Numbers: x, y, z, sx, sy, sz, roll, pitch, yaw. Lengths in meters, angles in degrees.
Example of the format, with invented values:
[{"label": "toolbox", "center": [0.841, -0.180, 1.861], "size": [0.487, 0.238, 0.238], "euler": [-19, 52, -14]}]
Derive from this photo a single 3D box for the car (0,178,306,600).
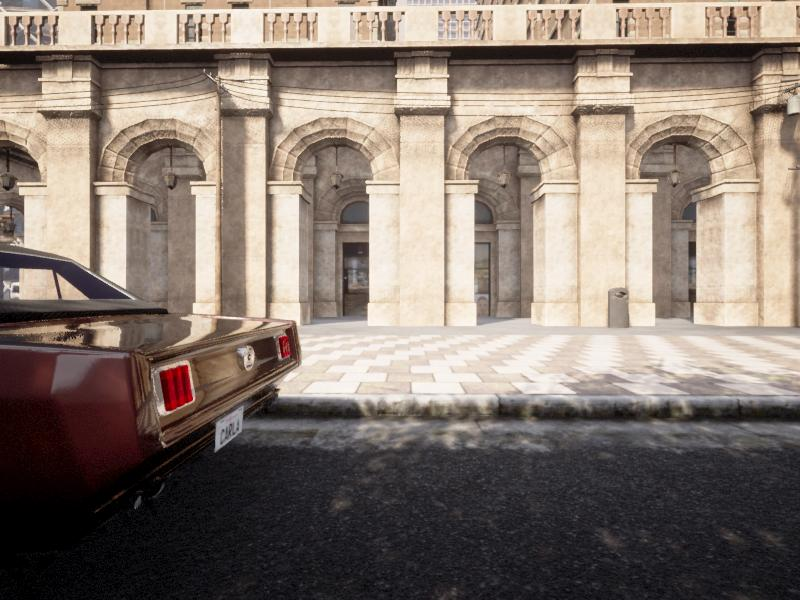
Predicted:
[{"label": "car", "center": [-3.058, 0.338, 2.008], "size": [4.718, 1.301, 1.895], "euler": [0, 0, 1]}]
